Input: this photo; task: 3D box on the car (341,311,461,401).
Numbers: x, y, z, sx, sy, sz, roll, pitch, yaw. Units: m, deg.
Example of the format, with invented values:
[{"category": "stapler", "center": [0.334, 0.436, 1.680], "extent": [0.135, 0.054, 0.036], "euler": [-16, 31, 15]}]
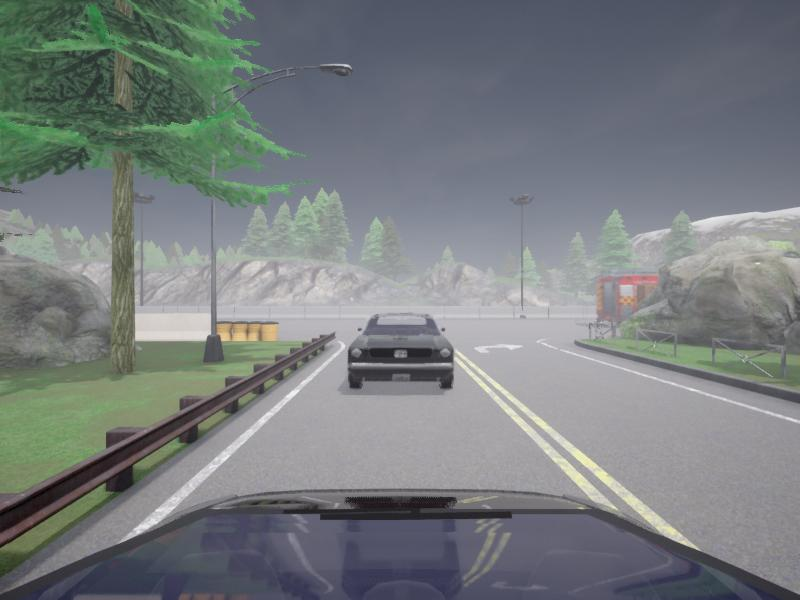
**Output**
[{"category": "car", "center": [0.034, 0.944, 8.665], "extent": [1.895, 1.301, 4.718], "euler": [0, 0, 1]}]

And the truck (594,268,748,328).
[{"category": "truck", "center": [17.998, -0.125, 26.927], "extent": [8.468, 3.827, 2.891], "euler": [0, 0, -1]}]
